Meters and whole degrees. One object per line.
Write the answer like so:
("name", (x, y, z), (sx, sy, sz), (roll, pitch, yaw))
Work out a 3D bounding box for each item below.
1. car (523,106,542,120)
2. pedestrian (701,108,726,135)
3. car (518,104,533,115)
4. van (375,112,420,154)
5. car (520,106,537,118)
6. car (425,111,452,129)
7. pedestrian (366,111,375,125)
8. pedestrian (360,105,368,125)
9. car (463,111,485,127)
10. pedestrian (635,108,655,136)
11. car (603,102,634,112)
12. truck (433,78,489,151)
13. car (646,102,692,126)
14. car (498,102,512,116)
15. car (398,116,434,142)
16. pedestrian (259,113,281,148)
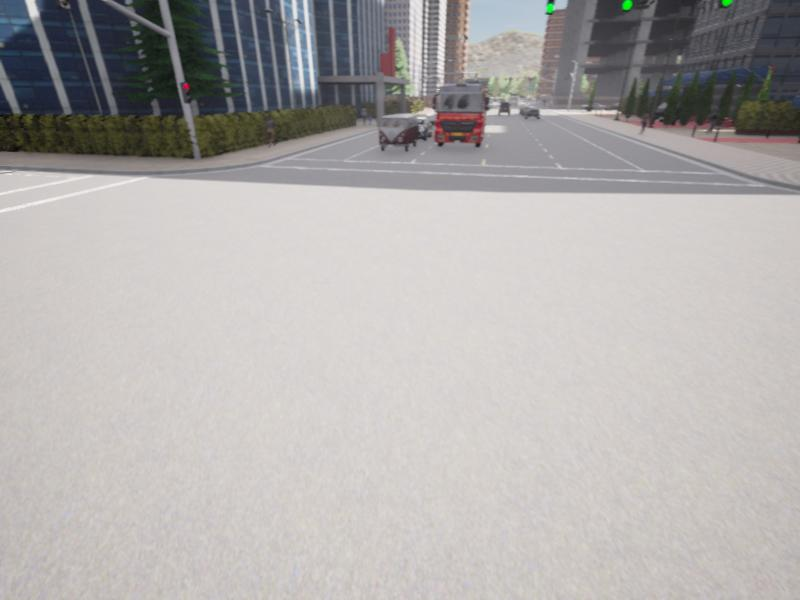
("car", (17.889, -25.365, 54.226), (1.837, 1.490, 4.892), (6, 27, 11))
("pedestrian", (24.192, -13.772, 30.899), (0.751, 1.860, 0.751), (-3, 27, -5))
("car", (20.880, -31.729, 66.543), (1.882, 1.535, 5.008), (6, 28, 11))
("van", (-0.060, -10.186, 24.229), (1.775, 1.987, 4.442), (6, 28, 11))
("car", (19.314, -28.328, 60.097), (1.970, 1.475, 3.806), (6, 28, 11))
("car", (4.083, -18.755, 41.519), (2.033, 1.411, 5.357), (6, 28, 11))
("pedestrian", (-3.084, -18.848, 41.430), (0.751, 1.300, 0.751), (3, 27, 6))
("pedestrian", (-3.666, -18.964, 41.044), (0.751, 1.860, 0.751), (-1, 27, -2))
("car", (7.954, -19.364, 42.721), (1.994, 1.385, 4.181), (6, 28, 11))
("pedestrian", (18.701, -13.588, 30.556), (0.751, 1.860, 0.751), (7, 28, 13))
("car", (43.948, -38.872, 80.594), (5.027, 1.651, 2.152), (6, 28, 11))
("truck", (4.316, -12.721, 27.137), (2.891, 3.827, 8.468), (6, 28, 11))
("car", (28.492, -19.738, 42.308), (2.390, 2.098, 6.274), (23, 35, 37))
("car", (16.612, -30.406, 63.615), (1.905, 1.878, 3.866), (6, 28, 11))
("car", (1.263, -12.777, 29.819), (1.970, 1.475, 3.806), (6, 28, 11))
("pedestrian", (-7.682, -10.049, 23.728), (0.751, 1.860, 0.751), (6, 28, 12))
